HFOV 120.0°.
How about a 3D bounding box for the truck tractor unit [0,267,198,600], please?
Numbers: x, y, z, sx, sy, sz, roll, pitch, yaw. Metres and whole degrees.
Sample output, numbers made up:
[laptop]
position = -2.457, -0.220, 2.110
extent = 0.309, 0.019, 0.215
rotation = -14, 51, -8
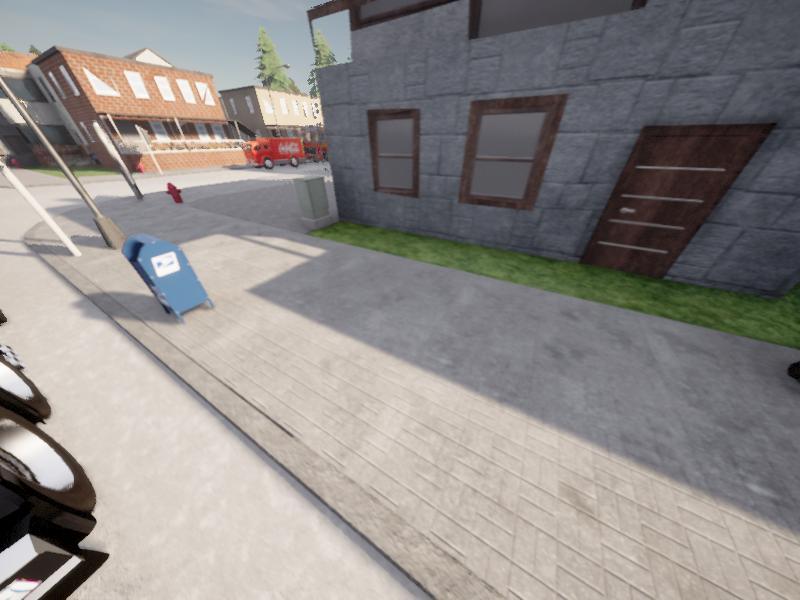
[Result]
[truck tractor unit]
position = -5.118, -0.293, 0.770
extent = 6.516, 4.208, 3.053
rotation = 18, 39, 24
